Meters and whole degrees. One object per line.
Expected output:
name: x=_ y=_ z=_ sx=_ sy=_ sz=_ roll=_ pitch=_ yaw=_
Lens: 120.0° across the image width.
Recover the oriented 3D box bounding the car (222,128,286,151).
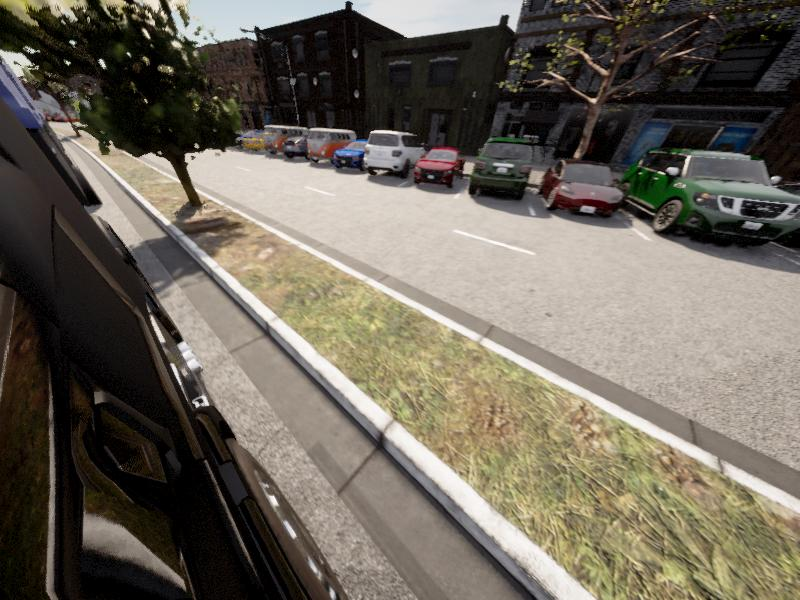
car: x=-13.904 y=-15.576 z=22.431 sx=2.097 sy=1.535 sz=5.008 roll=14 pitch=37 yaw=14

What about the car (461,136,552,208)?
car: x=4.549 y=-5.982 z=10.332 sx=2.435 sy=2.045 sz=5.566 roll=14 pitch=37 yaw=15

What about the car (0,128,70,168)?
car: x=-19.442 y=-8.031 z=12.049 sx=4.181 sy=1.385 sz=1.994 roll=28 pitch=43 yaw=30

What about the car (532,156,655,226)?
car: x=6.822 y=-4.495 z=8.952 sx=2.163 sy=1.488 sz=4.792 roll=14 pitch=37 yaw=14

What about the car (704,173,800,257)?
car: x=11.420 y=-2.040 z=5.955 sx=2.163 sy=1.488 sz=4.792 roll=15 pitch=37 yaw=14

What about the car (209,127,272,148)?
car: x=-16.249 y=-16.783 z=23.899 sx=2.231 sy=1.521 sz=4.892 roll=13 pitch=37 yaw=14

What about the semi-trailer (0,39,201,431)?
semi-trailer: x=-8.704 y=-3.594 z=4.230 sx=14.254 sy=4.402 sz=2.717 roll=28 pitch=43 yaw=30

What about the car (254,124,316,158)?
car: x=-9.302 y=-13.245 z=19.221 sx=1.878 sy=1.987 sz=4.442 roll=14 pitch=37 yaw=14

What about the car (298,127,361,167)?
car: x=-4.687 y=-10.790 z=16.225 sx=1.878 sy=1.987 sz=4.442 roll=14 pitch=37 yaw=14

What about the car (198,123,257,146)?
car: x=-18.592 y=-18.092 z=25.290 sx=2.185 sy=1.767 sz=4.553 roll=13 pitch=37 yaw=13

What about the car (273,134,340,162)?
car: x=-6.962 y=-11.892 z=17.989 sx=2.163 sy=1.488 sz=4.792 roll=14 pitch=37 yaw=14

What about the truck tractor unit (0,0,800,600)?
truck tractor unit: x=-2.645 y=-0.295 z=0.351 sx=6.516 sy=4.208 sz=3.053 roll=28 pitch=44 yaw=30

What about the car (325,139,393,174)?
car: x=-2.360 y=-9.444 z=14.952 sx=2.097 sy=1.535 sz=5.008 roll=15 pitch=37 yaw=14

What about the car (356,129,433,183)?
car: x=-0.046 y=-8.435 z=13.327 sx=2.435 sy=2.045 sz=5.566 roll=14 pitch=37 yaw=15

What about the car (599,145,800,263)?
car: x=9.137 y=-3.495 z=7.289 sx=2.435 sy=2.045 sz=5.566 roll=15 pitch=37 yaw=14

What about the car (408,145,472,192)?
car: x=2.237 y=-6.991 z=11.956 sx=2.097 sy=1.535 sz=5.008 roll=14 pitch=37 yaw=14

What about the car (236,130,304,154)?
car: x=-11.534 y=-14.455 z=21.081 sx=1.946 sy=1.575 sz=5.366 roll=14 pitch=37 yaw=14
